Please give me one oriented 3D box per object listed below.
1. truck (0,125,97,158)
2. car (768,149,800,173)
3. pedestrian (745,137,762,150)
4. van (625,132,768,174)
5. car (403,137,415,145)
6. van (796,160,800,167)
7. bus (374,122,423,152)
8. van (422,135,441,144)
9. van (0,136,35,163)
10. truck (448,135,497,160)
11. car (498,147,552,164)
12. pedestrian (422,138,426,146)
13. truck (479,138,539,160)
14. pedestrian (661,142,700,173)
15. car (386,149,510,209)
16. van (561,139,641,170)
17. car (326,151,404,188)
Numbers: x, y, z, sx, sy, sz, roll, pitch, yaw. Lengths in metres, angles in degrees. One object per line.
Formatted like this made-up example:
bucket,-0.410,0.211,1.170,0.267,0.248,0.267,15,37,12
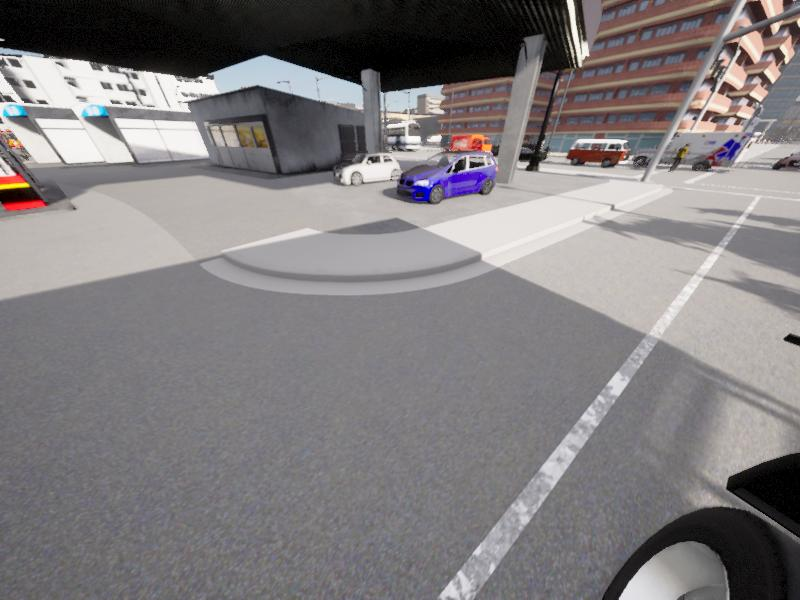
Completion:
truck,-54.767,-24.465,35.690,2.891,3.827,8.468,15,38,21
car,31.288,-10.727,17.725,4.181,1.385,1.994,-15,38,-20
pedestrian,60.711,-26.885,39.712,0.751,1.860,0.751,-24,41,-29
van,23.146,-11.943,18.589,2.351,2.431,6.366,-20,40,-26
car,3.097,-54.223,78.746,3.866,1.878,1.905,-23,41,-27
van,36.933,-12.701,19.904,4.480,2.038,2.069,-22,41,-28
bus,-0.510,-31.457,44.847,3.944,4.253,10.273,-23,40,-29
van,10.828,-55.220,79.401,6.366,2.431,2.351,-23,41,-27
van,-47.544,-17.009,26.178,1.988,2.561,5.915,5,35,8
truck,9.153,-19.756,29.737,2.627,2.467,5.204,-23,41,-28
car,13.440,-15.883,25.230,1.895,1.301,4.718,-23,41,-29
pedestrian,6.301,-41.835,61.094,0.751,1.860,0.751,-22,40,-27
truck,13.673,-19.413,29.541,2.390,2.098,6.274,-22,41,-28
pedestrian,20.268,-10.301,16.730,0.751,1.860,0.751,-4,35,-6
car,2.010,-5.277,9.732,4.611,1.667,2.242,-22,41,-28
van,17.465,-12.955,20.401,2.069,2.038,4.480,-23,41,-29
car,-1.908,-7.592,13.324,3.806,1.475,1.970,-22,41,-28
